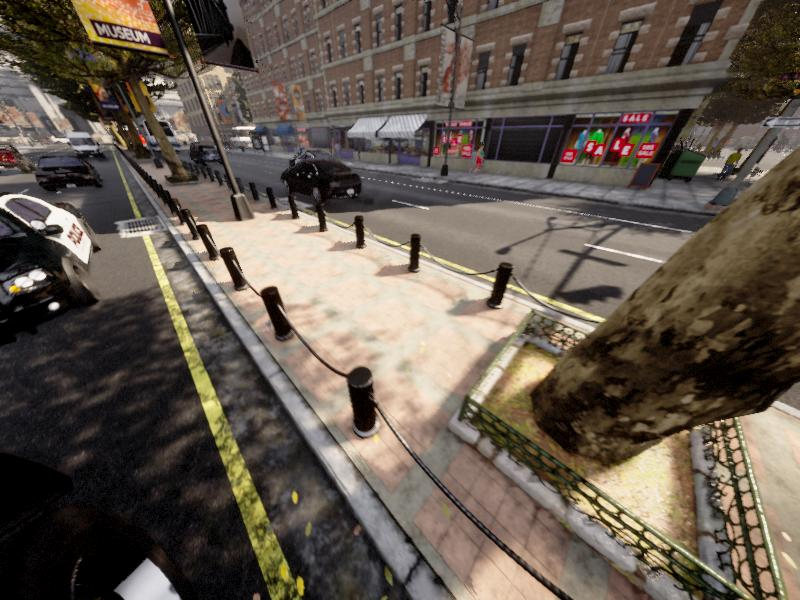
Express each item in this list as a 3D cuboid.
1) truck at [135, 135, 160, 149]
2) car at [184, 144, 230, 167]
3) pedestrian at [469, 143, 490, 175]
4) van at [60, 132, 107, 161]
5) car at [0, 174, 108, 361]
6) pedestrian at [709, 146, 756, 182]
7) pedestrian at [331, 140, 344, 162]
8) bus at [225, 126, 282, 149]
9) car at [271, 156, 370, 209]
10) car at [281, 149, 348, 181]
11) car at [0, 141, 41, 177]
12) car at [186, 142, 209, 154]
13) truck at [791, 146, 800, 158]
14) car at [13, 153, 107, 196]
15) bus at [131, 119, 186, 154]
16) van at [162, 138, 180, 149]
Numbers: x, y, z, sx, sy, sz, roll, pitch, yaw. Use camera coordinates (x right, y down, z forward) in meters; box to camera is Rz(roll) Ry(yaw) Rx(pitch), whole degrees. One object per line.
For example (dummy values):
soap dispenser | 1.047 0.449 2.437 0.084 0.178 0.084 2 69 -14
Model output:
truck | -56.966 -35.795 52.161 5.204 2.467 2.627 29 44 34
car | -18.731 -14.039 22.328 4.856 1.649 2.033 29 44 34
pedestrian | 5.610 -9.996 16.368 0.751 1.860 0.751 -29 45 -36
van | -35.840 -17.586 26.373 5.915 2.561 1.988 29 44 34
car | -6.747 -0.841 3.725 4.974 1.542 2.038 29 44 35
pedestrian | 20.420 -8.377 14.253 0.751 1.860 0.751 23 41 29
pedestrian | -6.437 -15.308 23.794 0.751 1.860 0.751 -25 42 -31
bus | -35.260 -39.582 56.301 3.944 4.253 10.273 29 44 34
car | -3.705 -5.511 10.464 4.892 1.490 1.837 29 44 35
car | -6.108 -9.668 16.342 4.974 1.542 2.038 29 44 34
car | -27.229 -9.696 15.783 3.866 1.878 1.905 29 44 35
car | -32.828 -24.684 37.426 3.633 1.501 1.845 29 44 35
truck | 72.095 -26.374 39.237 2.891 3.827 8.468 29 44 34
car | -17.382 -6.761 12.155 5.357 1.411 2.033 29 44 34
bus | -39.892 -26.850 38.064 10.273 4.253 3.944 30 44 34
van | -51.418 -35.277 51.914 4.442 1.987 1.775 29 44 34
